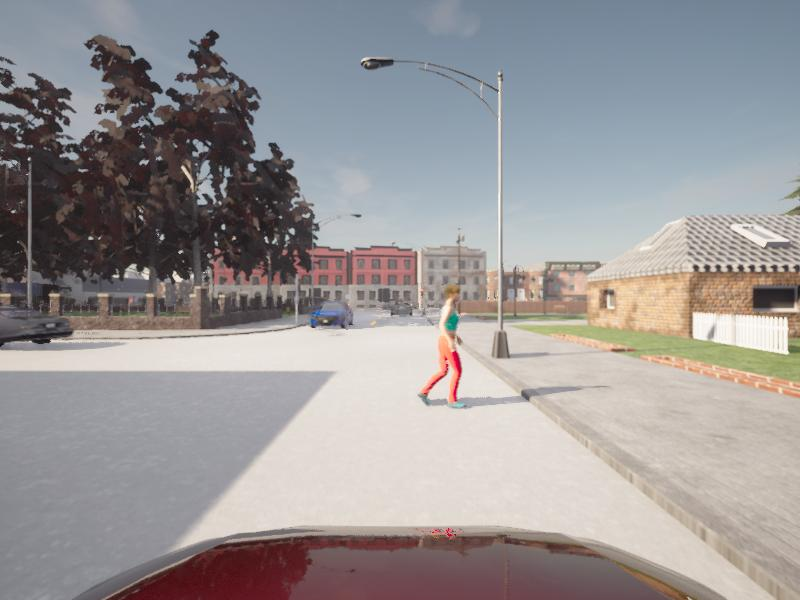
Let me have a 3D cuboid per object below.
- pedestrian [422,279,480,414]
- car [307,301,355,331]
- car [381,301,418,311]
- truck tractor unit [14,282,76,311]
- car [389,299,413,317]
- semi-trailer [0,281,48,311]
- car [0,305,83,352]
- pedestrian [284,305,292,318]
[{"bbox_3d":[0.723,0.640,5.912,0.751,1.860,0.751,0,0,-1],"label":"pedestrian"},{"bbox_3d":[-3.864,0.834,23.295,1.882,1.535,5.008,0,0,0],"label":"car"},{"bbox_3d":[-0.029,0.922,59.110,5.357,1.411,2.033,0,0,0],"label":"car"},{"bbox_3d":[-52.633,-0.498,59.383,6.516,4.208,3.053,0,0,1],"label":"truck tractor unit"},{"bbox_3d":[0.164,0.775,39.955,2.242,1.667,4.611,0,0,1],"label":"car"},{"bbox_3d":[-60.546,-0.591,59.504,14.254,4.402,2.717,0,0,1],"label":"semi-trailer"},{"bbox_3d":[-14.107,0.901,13.539,5.357,1.411,2.033,0,0,5],"label":"car"},{"bbox_3d":[-9.073,0.929,32.457,0.500,1.100,0.500,0,0,0],"label":"pedestrian"}]
